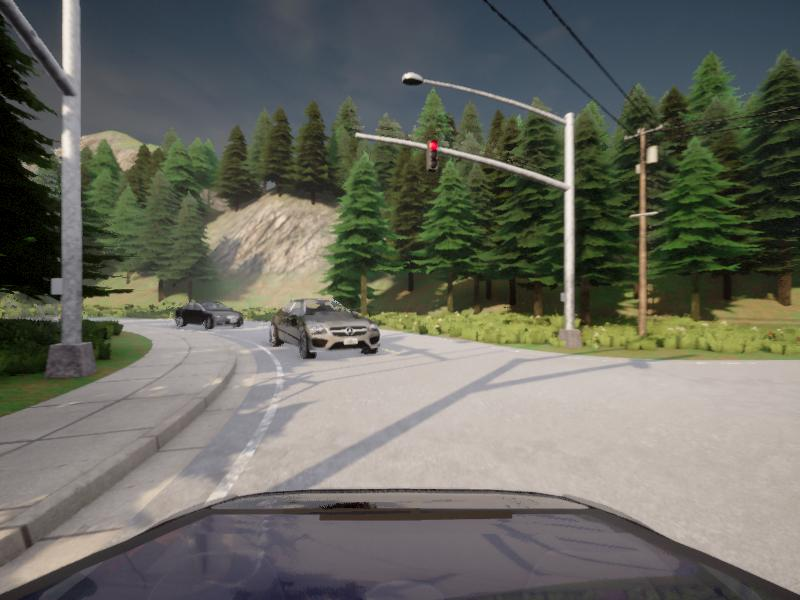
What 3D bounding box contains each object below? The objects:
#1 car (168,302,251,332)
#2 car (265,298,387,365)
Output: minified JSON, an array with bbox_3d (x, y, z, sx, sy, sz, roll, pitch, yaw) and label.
[{"bbox_3d":[-10.797,0.847,22.540,4.902,1.511,2.128,0,0,35],"label":"car"},{"bbox_3d":[-2.592,0.786,12.647,2.152,1.651,5.027,0,0,-31],"label":"car"}]
